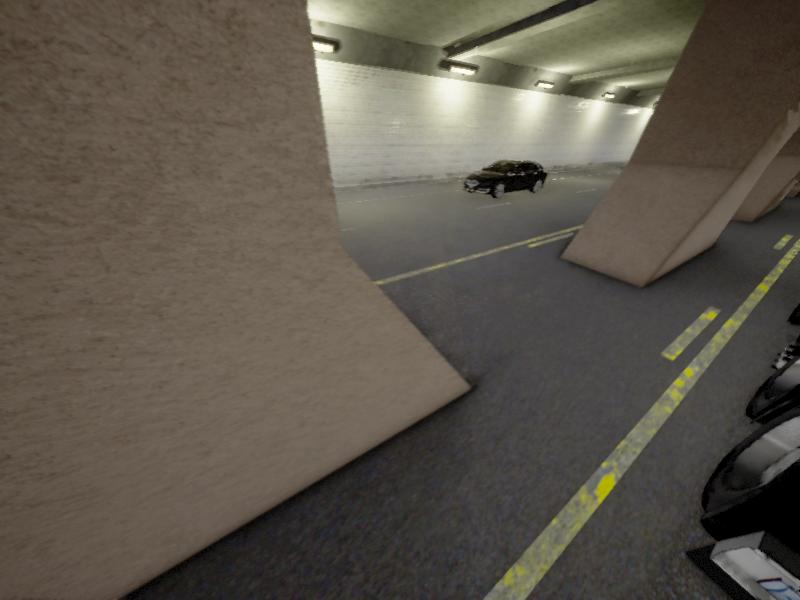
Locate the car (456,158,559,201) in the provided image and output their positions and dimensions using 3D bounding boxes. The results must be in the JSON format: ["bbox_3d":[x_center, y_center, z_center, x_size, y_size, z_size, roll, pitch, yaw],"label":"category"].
[{"bbox_3d":[5.437,-6.213,11.678,4.892,1.490,1.837,-18,39,-25],"label":"car"}]

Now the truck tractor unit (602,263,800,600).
[{"bbox_3d":[5.111,-0.300,0.789,6.516,4.208,3.053,-18,39,-24],"label":"truck tractor unit"}]
